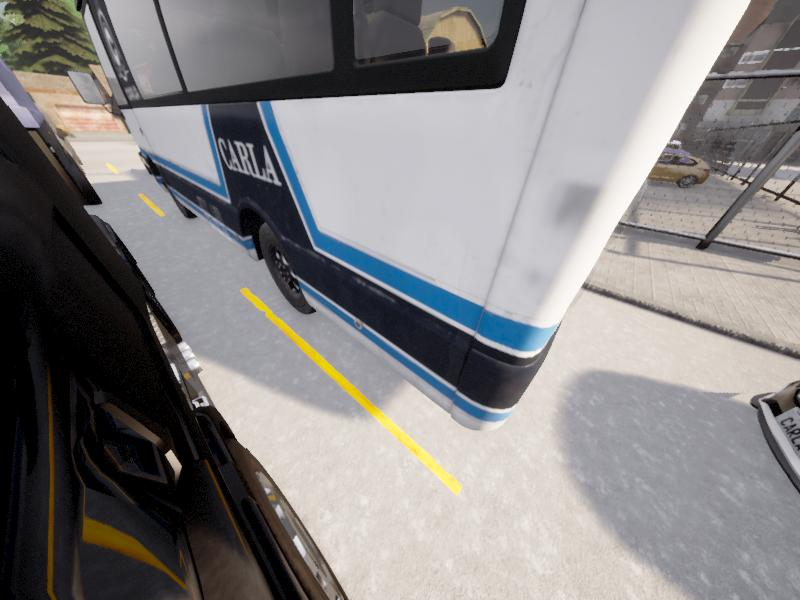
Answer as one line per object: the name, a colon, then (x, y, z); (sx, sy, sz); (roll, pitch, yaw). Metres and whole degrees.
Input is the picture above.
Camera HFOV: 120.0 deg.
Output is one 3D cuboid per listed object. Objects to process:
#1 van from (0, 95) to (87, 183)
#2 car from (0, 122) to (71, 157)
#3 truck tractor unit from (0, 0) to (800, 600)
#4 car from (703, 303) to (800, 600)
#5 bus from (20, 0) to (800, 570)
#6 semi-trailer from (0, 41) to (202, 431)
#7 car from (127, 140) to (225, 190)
van: (-16.118, -7.069, 9.996); (5.915, 2.561, 1.988); (30, 44, 32)
car: (-22.914, -9.749, 13.975); (3.705, 1.549, 1.789); (14, 38, 15)
truck tractor unit: (-2.645, -0.295, 0.351); (6.516, 4.208, 3.053); (28, 44, 30)
car: (4.898, 1.688, 0.416); (4.902, 1.511, 2.128); (25, 42, 27)
bus: (-2.151, -3.030, 4.007); (10.273, 4.253, 3.944); (29, 44, 31)
semi-trailer: (-8.709, -3.596, 4.220); (14.254, 4.402, 2.717); (28, 44, 30)
car: (-9.701, -5.979, 9.959); (4.718, 1.301, 1.895); (30, 44, 31)
